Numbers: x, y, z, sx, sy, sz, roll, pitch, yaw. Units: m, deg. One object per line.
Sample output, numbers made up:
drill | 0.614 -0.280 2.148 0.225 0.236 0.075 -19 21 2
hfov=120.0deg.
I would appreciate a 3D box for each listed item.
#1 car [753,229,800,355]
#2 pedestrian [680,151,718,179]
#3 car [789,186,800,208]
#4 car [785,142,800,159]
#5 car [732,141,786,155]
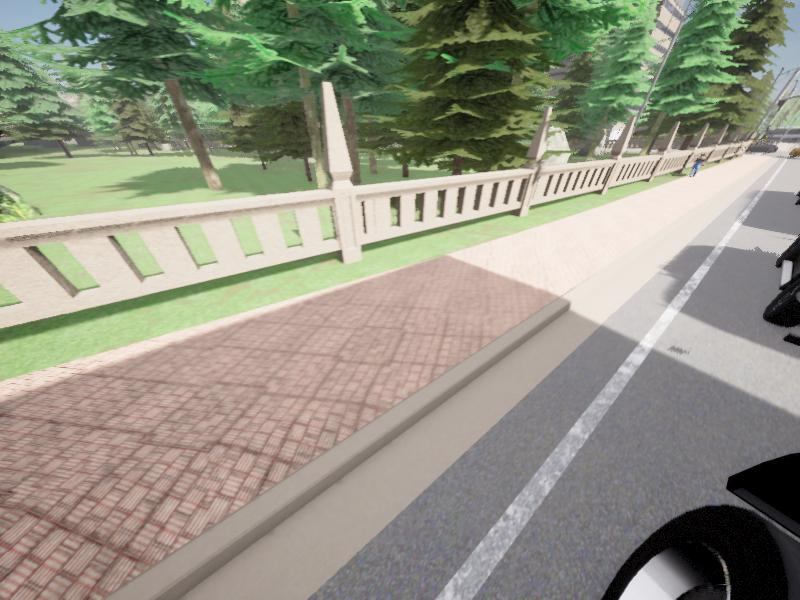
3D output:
car | 7.210 -0.568 3.013 4.605 1.855 1.932 -22 41 -28
pedestrian | 17.314 -7.830 13.405 0.751 1.300 0.751 -22 41 -28
car | 16.737 -4.317 8.541 3.633 1.501 1.845 -22 41 -28
car | 45.319 -16.167 25.027 1.801 1.575 5.366 21 40 28
car | 50.280 -21.459 32.488 3.633 1.501 1.845 30 45 35
